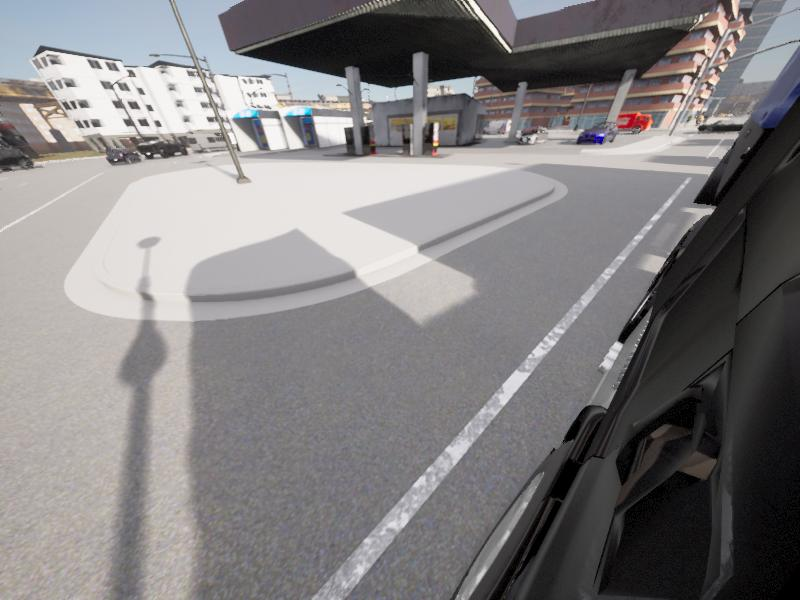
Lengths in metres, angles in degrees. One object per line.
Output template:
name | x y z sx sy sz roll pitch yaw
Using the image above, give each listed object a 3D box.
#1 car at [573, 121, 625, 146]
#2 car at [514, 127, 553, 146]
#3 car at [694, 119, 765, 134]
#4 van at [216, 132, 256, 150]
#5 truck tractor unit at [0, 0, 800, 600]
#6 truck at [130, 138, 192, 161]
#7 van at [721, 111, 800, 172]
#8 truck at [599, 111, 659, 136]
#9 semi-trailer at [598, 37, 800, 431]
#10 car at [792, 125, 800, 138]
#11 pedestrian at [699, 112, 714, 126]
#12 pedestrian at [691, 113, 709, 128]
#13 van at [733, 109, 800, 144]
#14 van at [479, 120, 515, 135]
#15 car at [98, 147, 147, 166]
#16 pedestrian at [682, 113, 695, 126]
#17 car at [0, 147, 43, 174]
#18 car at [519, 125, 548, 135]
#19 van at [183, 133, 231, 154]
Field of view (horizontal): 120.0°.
car | 18.949 -15.898 22.020 4.611 1.667 2.242 -28 44 -30
car | 14.641 -17.953 25.311 3.806 1.475 1.970 -28 44 -30
car | 39.301 -20.798 27.730 1.895 1.301 4.718 -29 44 -30
van | -32.217 -31.565 45.732 1.988 2.561 5.915 12 39 19
truck tractor unit | 2.645 -0.295 0.351 6.516 4.208 3.053 -28 44 -30
truck | -32.484 -20.829 31.802 2.390 2.098 6.274 -5 37 -3
van | 17.768 -7.637 10.977 4.480 2.038 2.069 -28 44 -31
truck | 32.904 -25.450 33.401 2.627 2.467 5.204 -30 43 -31
semi-trailer | 8.660 -3.639 4.253 14.254 4.402 2.717 -29 44 -30
car | 38.221 -15.731 21.044 4.718 1.301 1.895 -29 44 -30
pedestrian | 55.460 -32.720 41.802 0.751 1.860 0.751 23 44 30
pedestrian | 48.068 -28.809 37.071 0.751 1.860 0.751 0 37 4
van | 29.631 -14.117 18.829 4.480 2.038 2.069 -29 44 -30
van | 20.509 -36.608 49.095 2.351 2.431 6.366 -29 44 -31
car | -31.226 -16.301 26.157 1.845 1.501 3.633 -13 38 -13
pedestrian | 54.040 -33.740 43.230 0.751 1.860 0.751 -28 44 -30
car | -41.418 -14.113 23.478 2.150 2.045 5.566 -9 37 -8
car | 25.674 -32.853 44.634 1.994 1.385 4.181 -29 44 -30
van | -31.662 -26.037 38.325 1.988 2.561 5.915 4 37 9
